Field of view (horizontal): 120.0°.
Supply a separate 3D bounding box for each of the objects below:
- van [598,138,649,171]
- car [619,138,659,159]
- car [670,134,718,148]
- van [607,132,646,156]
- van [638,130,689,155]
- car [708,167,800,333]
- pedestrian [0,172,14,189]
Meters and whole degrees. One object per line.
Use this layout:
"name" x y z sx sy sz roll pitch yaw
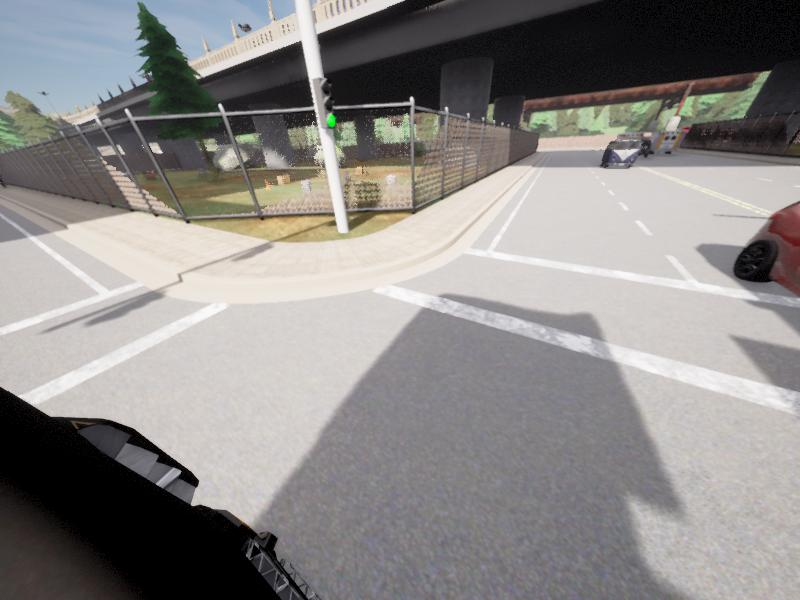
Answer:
"van" 17.731 -11.773 18.621 1.775 1.987 4.442 16 38 26
"car" 27.612 -17.712 26.921 1.932 1.855 4.605 16 38 26
"car" 51.793 -28.096 40.806 4.553 1.767 2.097 16 38 26
"van" 31.614 -21.948 32.509 2.351 2.431 6.366 16 38 26
"van" 34.132 -20.579 30.246 2.351 2.431 6.366 16 38 26
"car" 6.187 -0.119 2.188 2.242 1.667 4.611 16 37 26
"pedestrian" -44.221 -13.331 25.472 0.751 1.860 0.751 -29 41 -33
